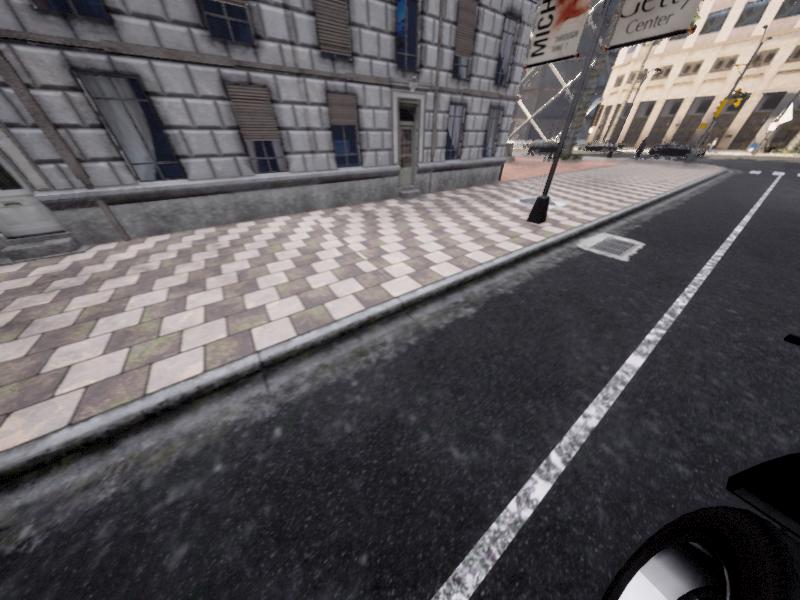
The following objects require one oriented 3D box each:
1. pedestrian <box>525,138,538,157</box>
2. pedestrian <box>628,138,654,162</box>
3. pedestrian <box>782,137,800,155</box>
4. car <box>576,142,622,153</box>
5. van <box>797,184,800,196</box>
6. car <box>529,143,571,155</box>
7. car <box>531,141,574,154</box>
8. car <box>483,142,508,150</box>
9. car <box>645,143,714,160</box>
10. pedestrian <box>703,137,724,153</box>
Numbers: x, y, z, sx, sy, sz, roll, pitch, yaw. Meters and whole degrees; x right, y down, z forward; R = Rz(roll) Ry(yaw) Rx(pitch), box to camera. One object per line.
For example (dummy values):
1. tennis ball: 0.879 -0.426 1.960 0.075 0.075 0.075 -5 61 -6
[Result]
1. pedestrian: 16.143 -18.688 28.347 0.751 1.860 0.751 25 42 31
2. pedestrian: 23.224 -14.461 22.297 0.751 1.860 0.751 -12 37 -16
3. pedestrian: 50.507 -19.776 29.609 0.751 1.860 0.751 -24 42 -30
4. car: 32.747 -25.266 38.247 2.033 1.411 5.357 -25 42 -31
5. van: 20.218 -5.826 10.279 4.442 1.987 1.775 -22 41 -28
6. car: 22.479 -22.800 34.792 1.812 1.442 4.674 -30 45 -35
7. car: 24.401 -24.620 37.185 5.238 1.638 1.930 28 44 34
8. car: 19.461 -31.402 47.076 4.181 1.385 1.994 17 39 23
9. car: 33.325 -17.930 27.742 2.128 1.511 4.902 -22 41 -28
10. pedestrian: 44.231 -21.855 32.607 0.751 1.860 0.751 16 38 21
